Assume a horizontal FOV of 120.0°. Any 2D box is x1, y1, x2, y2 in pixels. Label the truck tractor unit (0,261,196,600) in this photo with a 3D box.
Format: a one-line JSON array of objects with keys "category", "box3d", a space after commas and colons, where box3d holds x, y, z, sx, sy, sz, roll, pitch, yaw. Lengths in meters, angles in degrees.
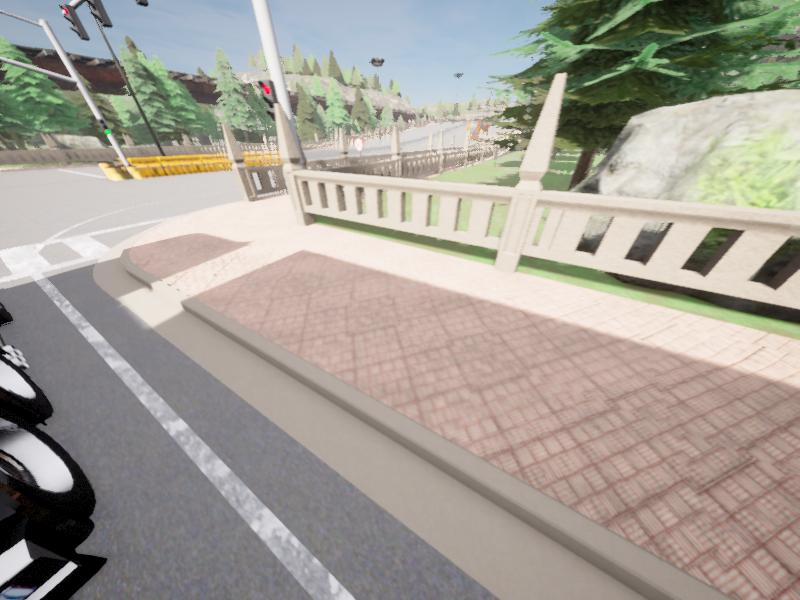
[{"category": "truck tractor unit", "box3d": [-5.110, -0.299, 0.793, 6.516, 4.208, 3.053, 18, 39, 25]}]
